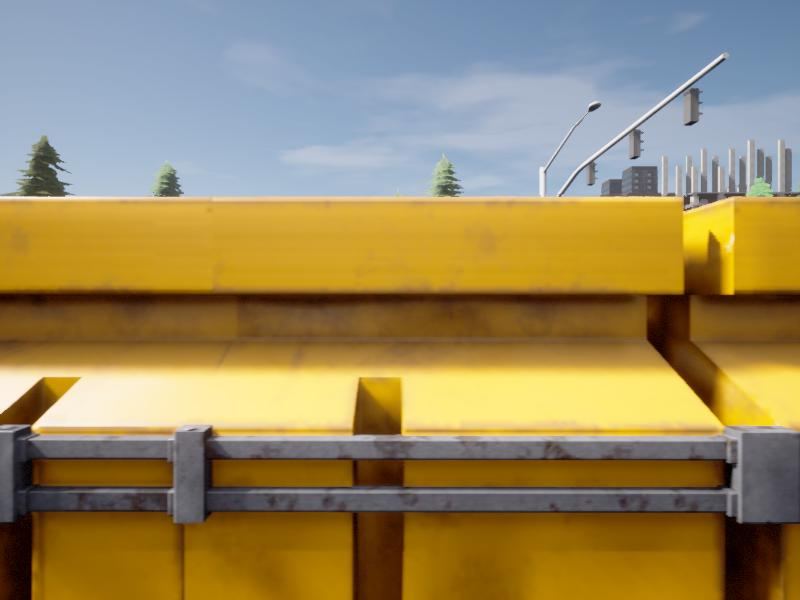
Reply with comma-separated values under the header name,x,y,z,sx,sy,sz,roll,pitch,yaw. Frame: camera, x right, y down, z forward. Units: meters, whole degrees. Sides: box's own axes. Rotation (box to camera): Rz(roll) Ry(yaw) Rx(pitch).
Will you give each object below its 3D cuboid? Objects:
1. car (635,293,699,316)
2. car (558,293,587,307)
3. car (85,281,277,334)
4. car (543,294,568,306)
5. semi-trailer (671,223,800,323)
name,x,y,z,sx,sy,sz,roll,pitch,yaw
car,18.318,0.266,27.723,1.970,1.475,3.806,0,0,2
car,26.377,-0.012,61.278,2.150,2.045,5.566,0,0,1
car,-6.701,0.218,12.688,4.974,1.542,2.038,0,0,0
car,26.600,-0.012,68.578,2.150,2.045,5.566,0,0,2
semi-trailer,18.991,-1.210,17.787,2.717,4.402,14.254,0,0,-8
